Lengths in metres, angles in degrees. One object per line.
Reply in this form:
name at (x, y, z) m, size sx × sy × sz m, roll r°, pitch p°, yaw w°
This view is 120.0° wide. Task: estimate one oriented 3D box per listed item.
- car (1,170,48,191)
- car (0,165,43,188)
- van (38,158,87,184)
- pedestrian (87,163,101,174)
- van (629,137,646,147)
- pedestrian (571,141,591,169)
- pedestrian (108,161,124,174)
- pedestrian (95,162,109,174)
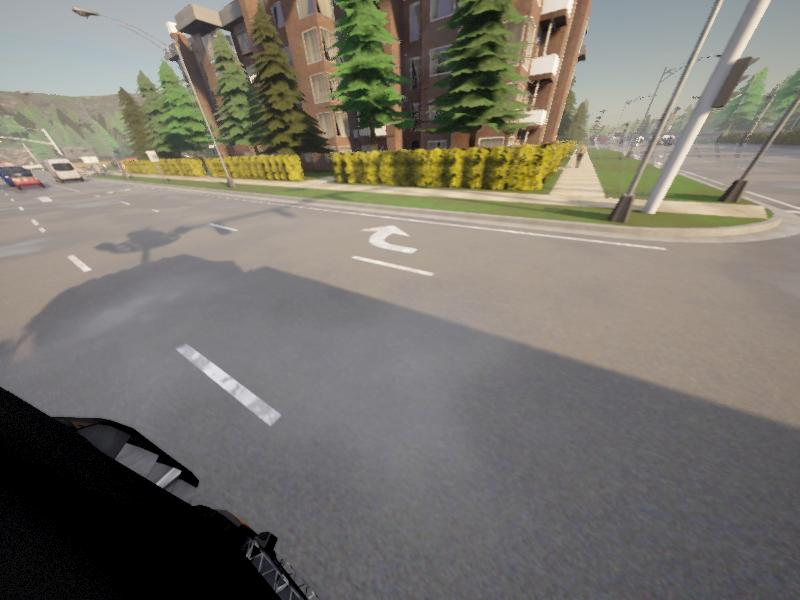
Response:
car at (-39.435, -12.620, 24.266) m, size 3.988 × 1.617 × 1.851 m, roll 18°, pitch 39°, yaw 28°
car at (-45.454, -14.728, 27.467) m, size 5.566 × 2.045 × 2.150 m, roll 18°, pitch 39°, yaw 28°
van at (-43.145, -16.489, 29.519) m, size 5.915 × 2.561 × 1.988 m, roll 18°, pitch 39°, yaw 28°
pedestrian at (-60.000, -25.804, 45.311) m, size 0.751 × 1.860 × 0.751 m, roll 18°, pitch 39°, yaw 28°
van at (60.821, -40.595, 59.218) m, size 2.069 × 2.038 × 4.480 m, roll 18°, pitch 39°, yaw 28°
pedestrian at (14.504, -11.650, 18.542) m, size 0.751 × 1.860 × 0.751 m, roll 18°, pitch 39°, yaw 28°
pedestrian at (-47.309, -22.036, 38.475) m, size 0.751 × 1.860 × 0.751 m, roll 16°, pitch 38°, yaw 26°
pedestrian at (-58.982, -26.118, 45.716) m, size 0.751 × 1.860 × 0.751 m, roll 16°, pitch 38°, yaw 25°
